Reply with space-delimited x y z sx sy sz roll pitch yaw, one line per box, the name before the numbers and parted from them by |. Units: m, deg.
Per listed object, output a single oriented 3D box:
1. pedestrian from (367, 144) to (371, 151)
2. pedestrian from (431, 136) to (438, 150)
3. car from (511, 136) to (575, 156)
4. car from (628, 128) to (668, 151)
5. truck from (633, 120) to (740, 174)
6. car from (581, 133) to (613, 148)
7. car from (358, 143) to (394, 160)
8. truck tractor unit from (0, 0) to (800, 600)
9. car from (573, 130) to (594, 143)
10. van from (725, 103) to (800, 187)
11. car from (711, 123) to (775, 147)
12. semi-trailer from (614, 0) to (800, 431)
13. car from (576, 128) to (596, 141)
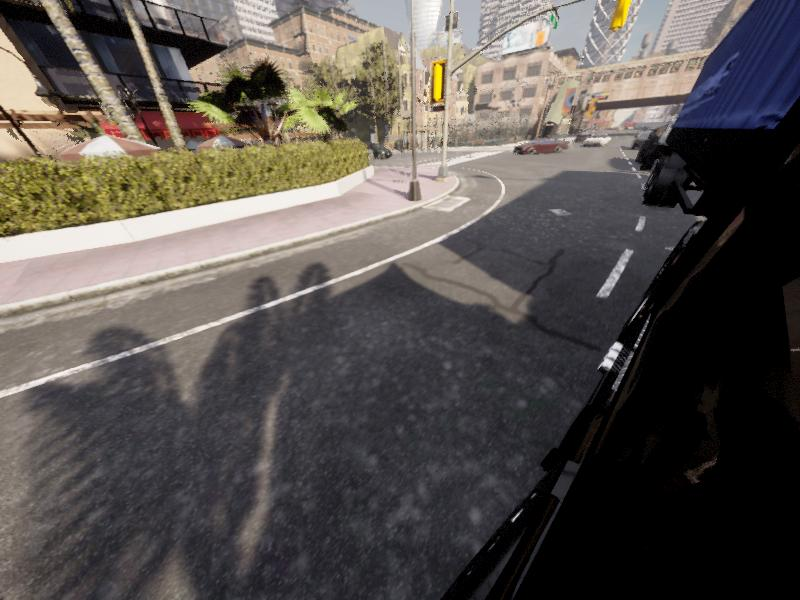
pedestrian | -6.189 -30.300 45.899 0.500 1.100 0.500 22 43 31
pedestrian | 5.685 -25.639 37.685 0.751 1.860 0.751 -28 42 -31
car | 14.980 -16.288 24.422 5.357 1.411 2.033 -8 36 -6
car | 24.913 -16.271 23.374 1.930 1.638 5.238 21 42 30
truck | 15.765 -8.897 13.302 2.390 2.098 6.274 21 42 30
car | 24.766 -19.989 28.940 4.718 1.301 1.895 -31 44 -34
car | -2.998 -18.504 28.835 3.988 1.617 1.851 21 42 30
truck tractor unit | 2.645 -0.295 0.351 6.516 4.208 3.053 -28 44 -30
car | 30.830 -27.378 38.678 2.097 1.535 5.008 21 42 30
van | 16.809 -6.580 9.562 1.988 2.561 5.915 22 42 31
car | 32.931 -16.053 22.423 2.033 1.649 4.856 21 42 31
semi-trailer | 8.021 -3.928 4.885 2.717 4.402 14.254 25 44 34
car | 34.505 -30.663 42.803 2.185 1.767 4.553 21 42 30
